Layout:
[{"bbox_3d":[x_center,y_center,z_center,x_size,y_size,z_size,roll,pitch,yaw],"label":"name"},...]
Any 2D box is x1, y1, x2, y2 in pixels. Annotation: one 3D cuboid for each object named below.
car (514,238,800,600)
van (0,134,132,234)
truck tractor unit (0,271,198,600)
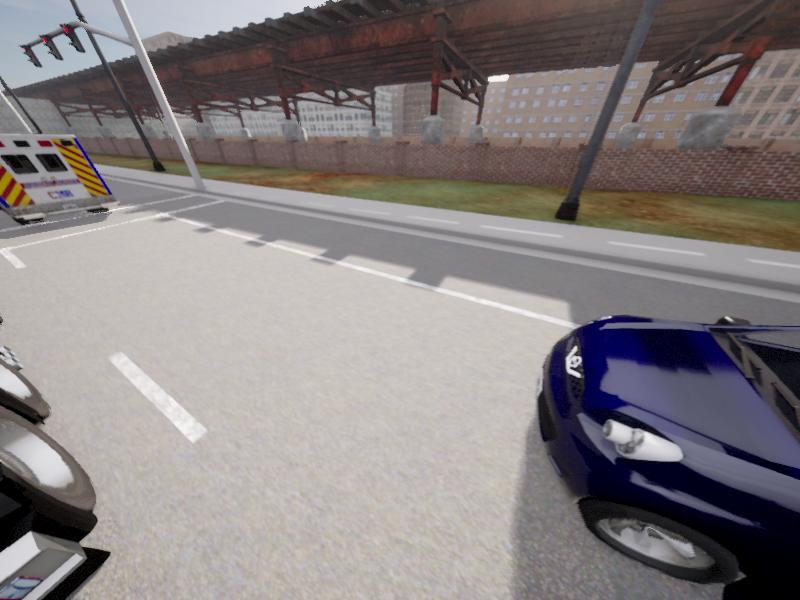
[{"bbox_3d":[2.879,0.992,1.221,3.633,1.501,1.845,17,38,23],"label":"car"},{"bbox_3d":[-13.289,-4.427,8.270,6.366,2.431,2.351,18,39,23],"label":"van"},{"bbox_3d":[-5.123,-0.288,0.764,6.516,4.208,3.053,18,39,24],"label":"truck tractor unit"}]
